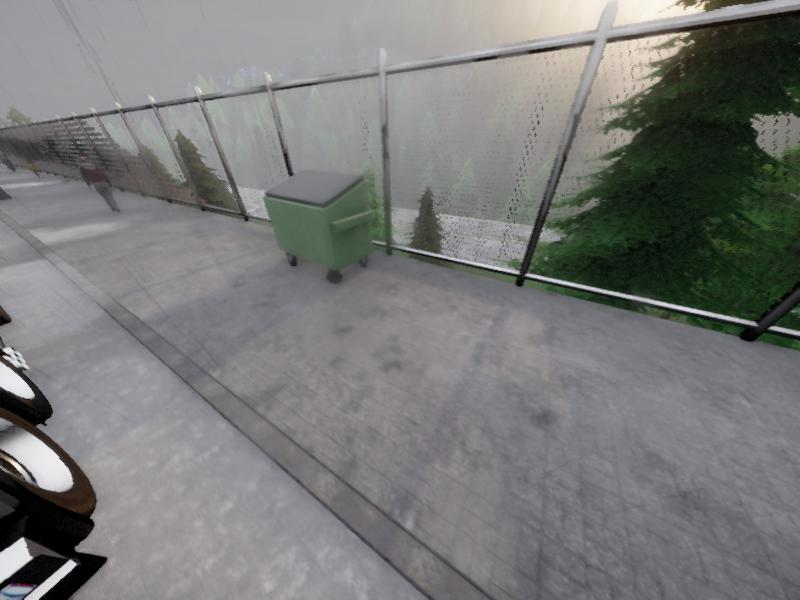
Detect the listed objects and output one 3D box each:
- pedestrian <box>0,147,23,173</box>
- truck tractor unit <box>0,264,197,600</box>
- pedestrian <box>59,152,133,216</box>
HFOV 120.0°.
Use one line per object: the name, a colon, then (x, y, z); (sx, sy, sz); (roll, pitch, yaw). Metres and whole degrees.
pedestrian: (-33.140, -11.749, 19.380); (0.751, 1.860, 0.751); (20, 40, 26)
truck tractor unit: (-5.124, -0.282, 0.801); (6.516, 4.208, 3.053); (18, 39, 25)
pedestrian: (-10.512, -4.031, 8.062); (0.751, 1.860, 0.751); (25, 42, 32)
